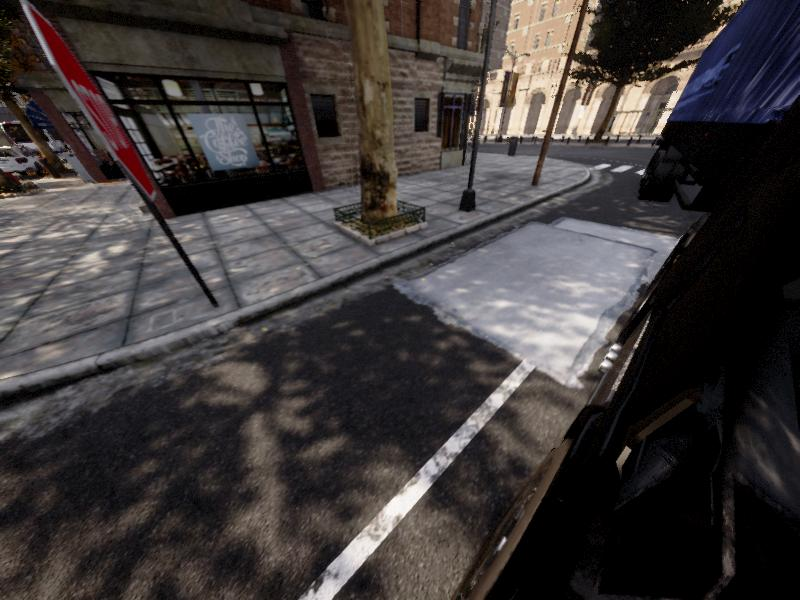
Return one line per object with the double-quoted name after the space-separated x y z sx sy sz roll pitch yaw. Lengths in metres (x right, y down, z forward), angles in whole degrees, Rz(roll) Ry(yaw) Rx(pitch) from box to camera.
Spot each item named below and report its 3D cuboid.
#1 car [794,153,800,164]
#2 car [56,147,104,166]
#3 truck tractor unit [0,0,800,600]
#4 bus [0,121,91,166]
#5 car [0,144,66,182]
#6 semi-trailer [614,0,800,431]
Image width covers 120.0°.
22.163 -6.702 10.077 1.837 1.490 4.892 -27 43 -29 "car"
-38.480 -17.452 27.962 2.231 1.521 4.892 -27 43 -29 "car"
2.645 -0.295 0.351 6.516 4.208 3.053 -28 44 -30 "truck tractor unit"
-47.086 -21.024 30.902 3.944 4.253 10.273 -27 43 -29 "bus"
-30.021 -10.959 18.306 2.435 2.045 5.566 -27 43 -29 "car"
7.939 -4.026 4.864 2.717 4.402 14.254 25 45 32 "semi-trailer"
